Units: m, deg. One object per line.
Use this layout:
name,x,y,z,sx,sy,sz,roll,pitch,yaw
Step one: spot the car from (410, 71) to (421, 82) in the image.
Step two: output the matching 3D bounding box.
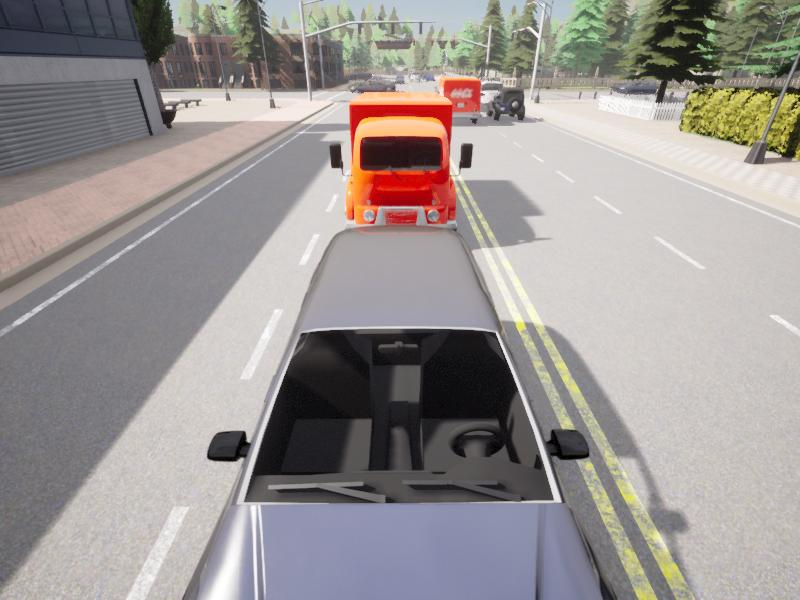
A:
car,3.564,-51.369,91.979,2.150,2.045,5.566,0,30,0

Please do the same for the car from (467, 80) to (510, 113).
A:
car,7.025,-16.593,32.410,2.150,2.045,5.566,0,30,0

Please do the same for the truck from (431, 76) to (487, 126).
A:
truck,3.523,-12.628,25.210,2.627,2.467,5.204,0,31,0

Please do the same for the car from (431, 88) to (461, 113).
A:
car,3.528,-15.618,31.252,1.845,1.501,3.633,0,30,0

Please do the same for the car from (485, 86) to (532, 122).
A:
car,7.024,-12.956,26.335,1.905,1.878,3.866,0,30,0

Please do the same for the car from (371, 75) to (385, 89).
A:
car,-3.454,-34.789,63.830,2.097,1.767,4.553,0,30,0

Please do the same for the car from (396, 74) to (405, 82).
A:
car,0.063,-50.625,91.203,1.882,1.535,5.008,0,30,0

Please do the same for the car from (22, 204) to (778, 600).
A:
car,-0.011,0.768,3.057,2.242,1.667,4.611,0,30,0

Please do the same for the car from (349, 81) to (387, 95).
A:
car,-3.951,-26.562,50.071,4.514,1.525,2.007,0,30,1

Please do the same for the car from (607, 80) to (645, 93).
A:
car,29.676,-28.128,52.642,3.633,1.501,1.845,0,30,0

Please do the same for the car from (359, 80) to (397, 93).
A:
car,-2.872,-28.335,53.084,4.792,1.488,2.163,0,30,0

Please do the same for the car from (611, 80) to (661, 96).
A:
car,29.202,-26.349,49.626,4.611,1.667,2.242,0,30,0

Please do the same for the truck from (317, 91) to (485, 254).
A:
truck,0.010,-3.248,9.134,2.627,2.467,5.204,0,30,0
